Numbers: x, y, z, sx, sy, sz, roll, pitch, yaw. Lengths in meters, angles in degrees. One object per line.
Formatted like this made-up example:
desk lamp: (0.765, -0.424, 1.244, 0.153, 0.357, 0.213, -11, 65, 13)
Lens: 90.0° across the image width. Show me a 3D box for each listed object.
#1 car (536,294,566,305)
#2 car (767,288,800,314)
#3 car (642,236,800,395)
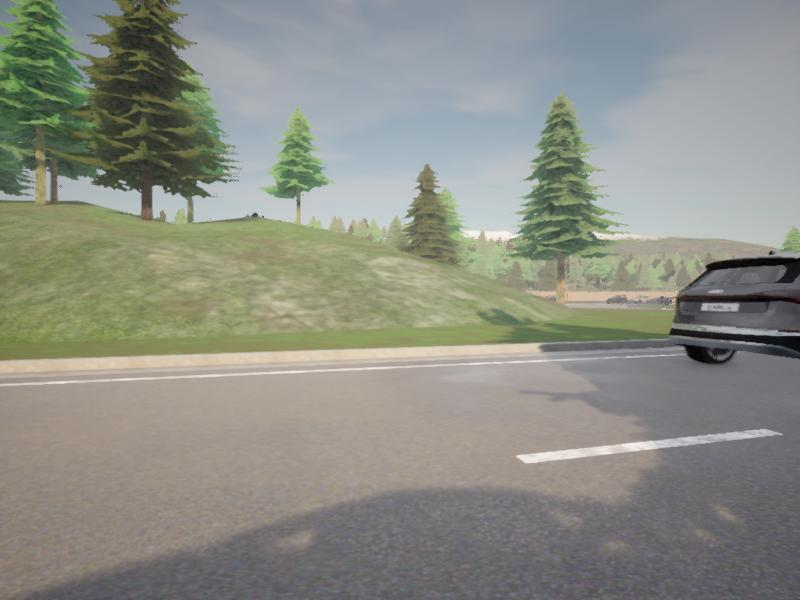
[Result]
car: (26.350, -0.034, 69.789, 4.605, 1.855, 1.932, 0, 0, -14)
car: (27.437, 0.067, 26.116, 2.242, 1.667, 4.611, 0, 0, -28)
car: (6.272, 0.159, 5.660, 4.856, 1.649, 2.033, 0, 0, -14)
